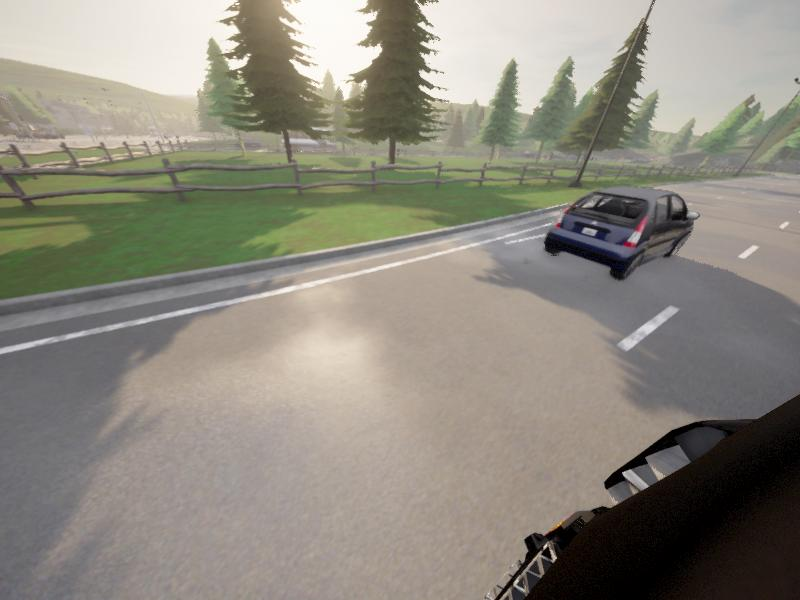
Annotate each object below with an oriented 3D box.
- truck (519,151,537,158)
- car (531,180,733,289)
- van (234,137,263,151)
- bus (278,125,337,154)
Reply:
[{"bbox_3d":[49.425,-56.188,89.190,6.274,2.098,2.390,-16,38,-26],"label":"truck"},{"bbox_3d":[5.552,-1.856,5.627,3.988,1.617,1.851,-16,38,-26],"label":"car"},{"bbox_3d":[-30.169,-31.205,46.220,4.442,1.987,1.775,-16,38,-26],"label":"van"},{"bbox_3d":[-18.831,-33.033,47.753,10.273,4.253,3.944,-16,38,-26],"label":"bus"}]
